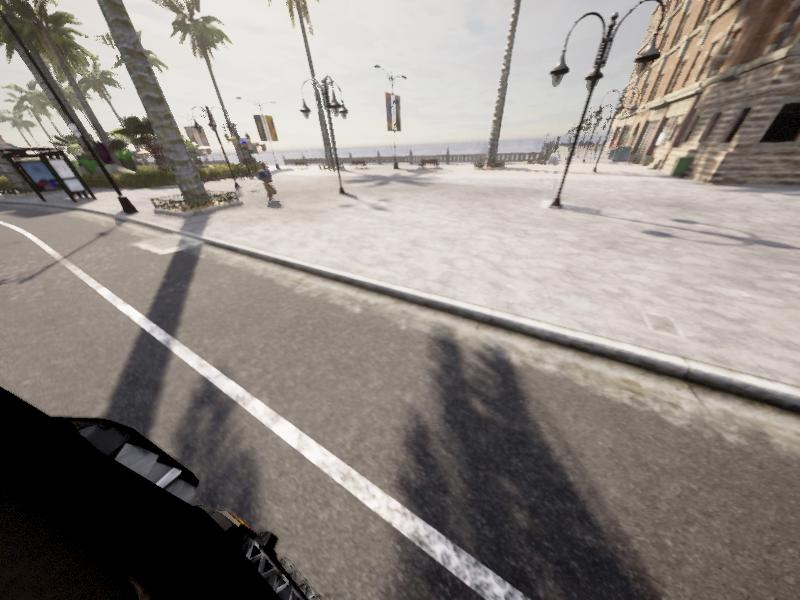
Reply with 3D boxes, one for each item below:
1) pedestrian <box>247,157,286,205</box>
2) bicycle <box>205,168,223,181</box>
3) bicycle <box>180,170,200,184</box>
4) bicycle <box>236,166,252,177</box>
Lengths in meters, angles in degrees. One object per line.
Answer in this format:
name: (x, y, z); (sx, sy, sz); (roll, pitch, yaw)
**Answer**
pedestrian: (-6.097, -5.473, 10.640); (0.751, 1.860, 0.751); (17, 38, 27)
bicycle: (-17.928, -12.059, 22.224); (1.643, 1.024, 0.373); (16, 38, 25)
bicycle: (-18.916, -11.059, 20.784); (1.643, 1.024, 0.373); (16, 38, 25)
bicycle: (-16.448, -13.560, 24.383); (1.643, 1.024, 0.373); (16, 38, 25)
